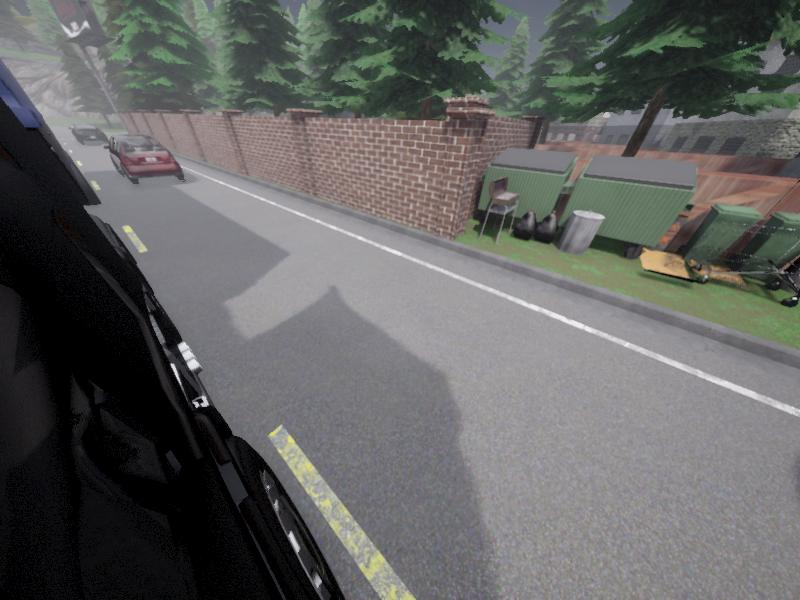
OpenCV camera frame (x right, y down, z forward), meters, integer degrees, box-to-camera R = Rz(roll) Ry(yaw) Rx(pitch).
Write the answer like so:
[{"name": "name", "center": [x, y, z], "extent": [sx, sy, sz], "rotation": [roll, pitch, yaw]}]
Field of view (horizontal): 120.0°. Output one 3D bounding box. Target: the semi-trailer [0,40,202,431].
[{"name": "semi-trailer", "center": [-8.721, -3.590, 4.206], "extent": [14.254, 4.402, 2.717], "rotation": [28, 44, 30]}]

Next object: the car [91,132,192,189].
[{"name": "car", "center": [-10.703, -5.910, 9.582], "extent": [3.705, 1.549, 1.789], "rotation": [28, 44, 29]}]

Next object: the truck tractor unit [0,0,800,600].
[{"name": "truck tractor unit", "center": [-2.645, -0.295, 0.351], "extent": [6.516, 4.208, 3.053], "rotation": [28, 44, 30]}]

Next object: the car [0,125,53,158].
[{"name": "car", "center": [-23.234, -9.639, 13.928], "extent": [4.181, 1.385, 1.994], "rotation": [27, 43, 29]}]

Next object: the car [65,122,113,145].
[{"name": "car", "center": [-27.596, -14.777, 20.464], "extent": [4.674, 1.442, 1.812], "rotation": [28, 43, 30]}]
